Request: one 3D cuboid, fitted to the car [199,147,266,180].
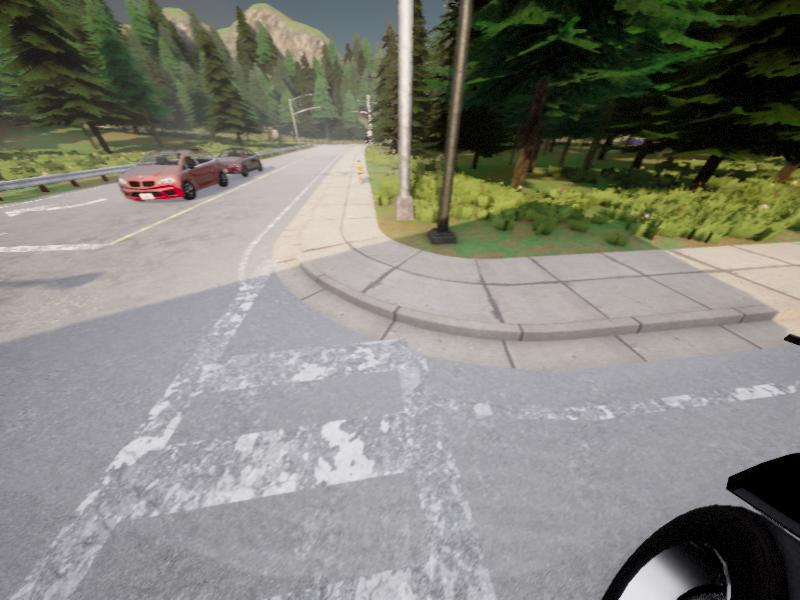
[{"bbox_3d":[-10.695,-9.080,15.175,1.816,1.474,4.193,-5,36,-7],"label":"car"}]

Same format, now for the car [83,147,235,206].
[{"bbox_3d":[-9.835,-5.636,10.212,2.242,1.667,4.611,-5,36,-6],"label":"car"}]

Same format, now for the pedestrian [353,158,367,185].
[{"bbox_3d":[-1.945,-6.257,11.269,0.500,1.100,0.500,0,36,1],"label":"pedestrian"}]
